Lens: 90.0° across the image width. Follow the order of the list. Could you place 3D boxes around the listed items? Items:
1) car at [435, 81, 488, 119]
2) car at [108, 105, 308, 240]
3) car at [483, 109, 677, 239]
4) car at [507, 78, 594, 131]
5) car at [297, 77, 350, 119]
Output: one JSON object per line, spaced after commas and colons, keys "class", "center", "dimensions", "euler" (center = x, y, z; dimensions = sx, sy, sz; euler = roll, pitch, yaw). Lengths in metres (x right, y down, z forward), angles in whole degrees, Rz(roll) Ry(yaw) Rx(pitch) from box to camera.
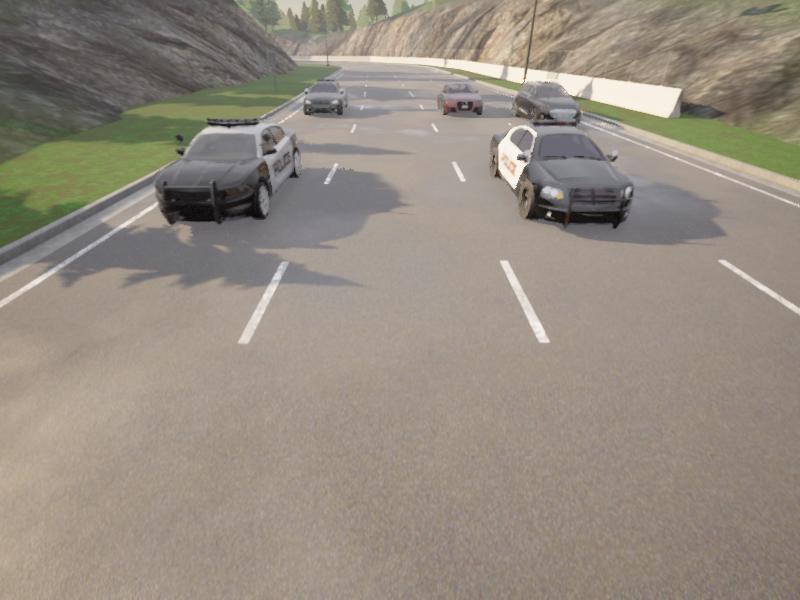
{"class": "car", "center": [3.096, -10.604, 21.062], "dimensions": [1.994, 1.385, 4.181], "euler": [-1, 32, -2]}
{"class": "car", "center": [-3.605, -3.135, 8.896], "dimensions": [1.930, 1.638, 5.238], "euler": [0, 32, 0]}
{"class": "car", "center": [3.396, -3.079, 8.897], "dimensions": [2.038, 1.542, 4.974], "euler": [0, 32, 0]}
{"class": "car", "center": [6.670, -9.106, 18.423], "dimensions": [2.033, 1.649, 4.856], "euler": [-1, 32, -1]}
{"class": "car", "center": [-3.917, -10.851, 21.312], "dimensions": [2.038, 1.542, 4.974], "euler": [-1, 32, -2]}
